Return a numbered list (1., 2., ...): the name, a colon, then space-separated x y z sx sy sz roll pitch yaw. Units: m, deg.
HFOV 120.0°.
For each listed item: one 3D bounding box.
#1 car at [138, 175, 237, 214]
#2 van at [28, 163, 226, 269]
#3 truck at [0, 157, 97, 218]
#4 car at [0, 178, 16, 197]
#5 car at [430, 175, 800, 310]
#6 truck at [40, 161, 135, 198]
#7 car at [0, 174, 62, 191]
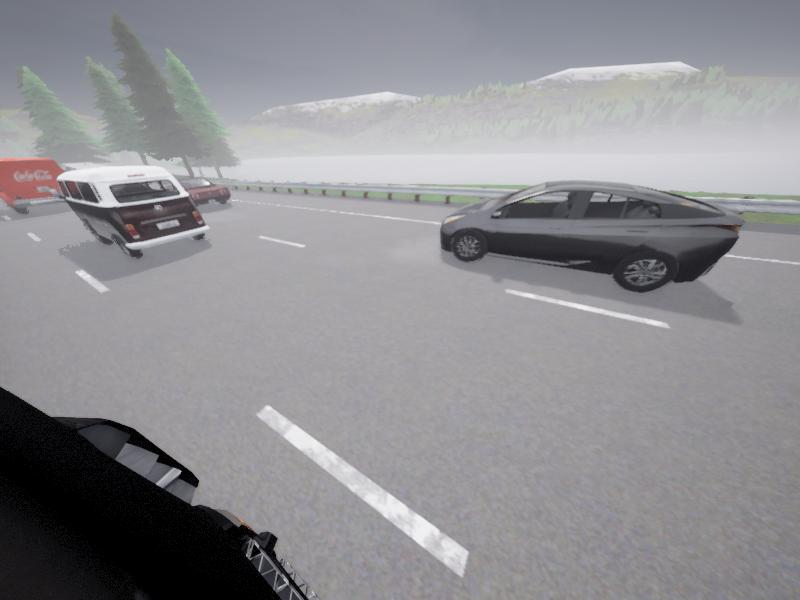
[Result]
1. car: -10.892 -5.514 11.833 4.718 1.301 1.895 16 38 26
2. van: -7.723 -2.664 6.648 4.480 2.038 2.069 16 38 26
3. truck: -20.547 -6.427 12.837 5.204 2.467 2.627 16 38 24
4. car: -34.315 -9.223 18.864 4.193 1.474 1.816 12 36 20
5. car: 3.120 -1.551 4.692 4.514 1.525 2.007 16 38 26
6. truck: -23.951 -9.323 17.741 6.274 2.098 2.390 14 37 23
7. car: -36.483 -11.681 22.878 4.718 1.301 1.895 11 36 19
